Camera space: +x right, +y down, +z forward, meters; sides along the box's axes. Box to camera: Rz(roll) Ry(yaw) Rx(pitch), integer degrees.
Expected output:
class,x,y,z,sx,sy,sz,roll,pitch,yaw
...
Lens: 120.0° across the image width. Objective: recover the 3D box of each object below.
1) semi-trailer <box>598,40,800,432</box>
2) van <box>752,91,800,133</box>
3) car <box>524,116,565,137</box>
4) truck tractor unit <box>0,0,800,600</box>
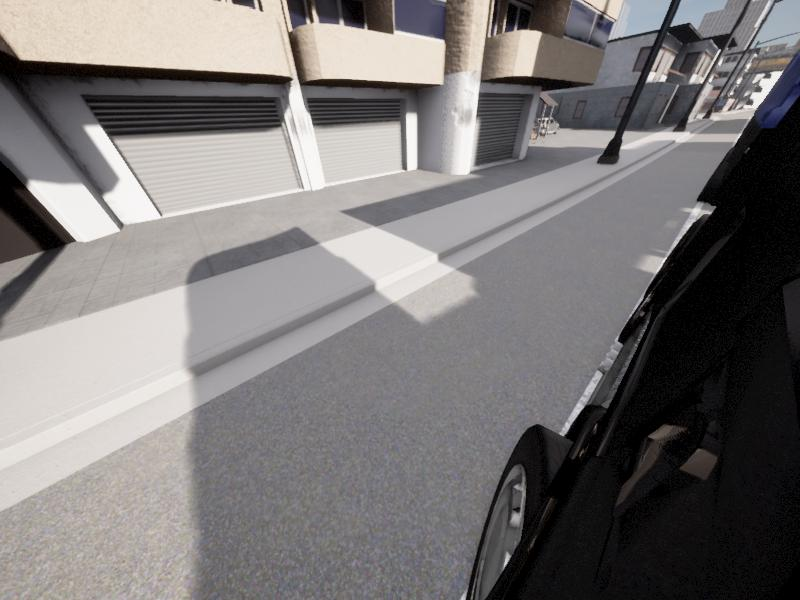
class,x,y,z,sx,sy,sz,roll,pitch,yaw
semi-trailer,8.671,-3.648,4.217,14.254,4.402,2.717,-29,44,-30
van,31.729,-15.396,18.828,6.366,2.431,2.351,-30,45,-29
car,15.346,-18.422,24.540,3.806,1.475,1.970,-30,45,-28
truck tractor unit,2.645,-0.295,0.351,6.516,4.208,3.053,-28,44,-30
